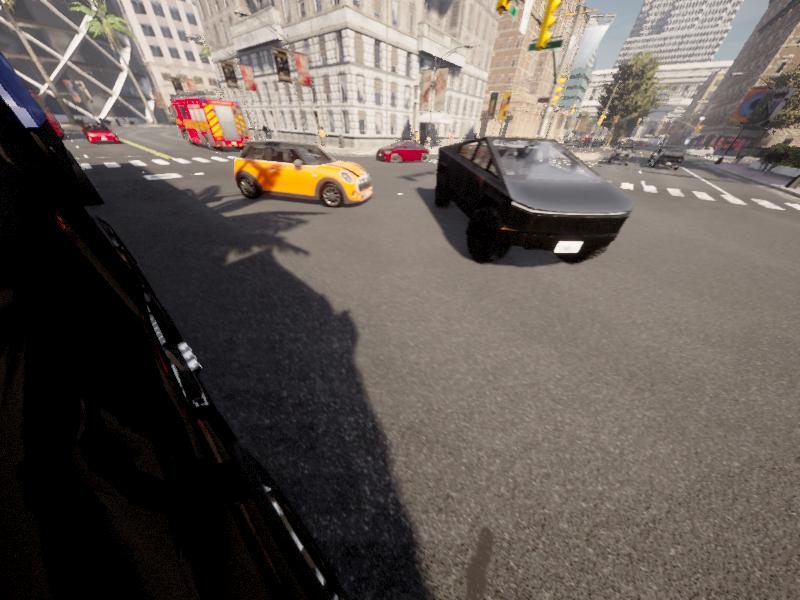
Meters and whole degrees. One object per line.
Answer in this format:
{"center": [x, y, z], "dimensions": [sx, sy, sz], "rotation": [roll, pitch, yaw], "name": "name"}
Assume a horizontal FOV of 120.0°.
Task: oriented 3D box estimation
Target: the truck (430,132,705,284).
{"center": [2.617, -3.024, 6.115], "dimensions": [2.390, 2.098, 6.274], "rotation": [-1, 37, -4], "name": "truck"}

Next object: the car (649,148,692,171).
{"center": [25.434, -13.392, 21.930], "dimensions": [1.837, 1.490, 4.892], "rotation": [28, 43, 29], "name": "car"}

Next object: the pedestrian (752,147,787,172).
{"center": [34.021, -12.982, 21.324], "dimensions": [0.751, 1.860, 0.751], "rotation": [29, 44, 31], "name": "pedestrian"}

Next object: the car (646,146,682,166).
{"center": [29.482, -16.254, 25.919], "dimensions": [1.851, 1.617, 3.988], "rotation": [28, 43, 29], "name": "car"}

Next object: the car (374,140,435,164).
{"center": [0.313, -11.503, 17.921], "dimensions": [4.181, 1.385, 1.994], "rotation": [-17, 41, -24], "name": "car"}

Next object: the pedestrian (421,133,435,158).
{"center": [2.520, -13.966, 20.902], "dimensions": [0.751, 1.860, 0.751], "rotation": [23, 41, 25], "name": "pedestrian"}

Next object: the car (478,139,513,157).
{"center": [11.053, -17.496, 26.510], "dimensions": [1.837, 1.490, 4.892], "rotation": [28, 43, 29], "name": "car"}

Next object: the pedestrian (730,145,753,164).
{"center": [42.175, -18.011, 28.565], "dimensions": [0.751, 1.860, 0.751], "rotation": [-24, 44, -31], "name": "pedestrian"}

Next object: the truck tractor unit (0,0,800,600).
{"center": [-2.645, -0.295, 0.351], "dimensions": [6.516, 4.208, 3.053], "rotation": [28, 44, 30], "name": "truck tractor unit"}

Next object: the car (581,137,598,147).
{"center": [48.987, -40.838, 59.674], "dimensions": [2.150, 2.045, 5.566], "rotation": [28, 43, 29], "name": "car"}

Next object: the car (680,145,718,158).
{"center": [52.728, -26.279, 40.865], "dimensions": [3.633, 1.501, 1.845], "rotation": [28, 43, 29], "name": "car"}

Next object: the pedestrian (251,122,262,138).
{"center": [-20.970, -24.890, 33.776], "dimensions": [0.751, 1.860, 0.751], "rotation": [27, 43, 29], "name": "pedestrian"}

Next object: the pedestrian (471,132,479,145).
{"center": [12.985, -27.991, 40.069], "dimensions": [0.751, 1.860, 0.751], "rotation": [-28, 46, -34], "name": "pedestrian"}

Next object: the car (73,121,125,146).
{"center": [-26.527, -14.676, 20.336], "dimensions": [4.514, 1.525, 2.007], "rotation": [28, 44, 30], "name": "car"}

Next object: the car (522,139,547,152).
{"center": [21.543, -24.819, 36.932], "dimensions": [1.882, 1.535, 5.008], "rotation": [28, 44, 29], "name": "car"}

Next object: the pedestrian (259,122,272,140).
{"center": [-17.893, -22.448, 30.704], "dimensions": [0.751, 1.860, 0.751], "rotation": [29, 44, 31], "name": "pedestrian"}

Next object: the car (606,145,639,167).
{"center": [22.426, -14.616, 23.326], "dimensions": [1.789, 1.549, 3.705], "rotation": [28, 43, 30], "name": "car"}

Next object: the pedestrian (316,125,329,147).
{"center": [-8.223, -17.348, 24.493], "dimensions": [0.751, 1.860, 0.751], "rotation": [17, 39, 19], "name": "pedestrian"}

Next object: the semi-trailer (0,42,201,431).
{"center": [-8.690, -3.607, 4.242], "dimensions": [14.254, 4.402, 2.717], "rotation": [28, 44, 30], "name": "semi-trailer"}

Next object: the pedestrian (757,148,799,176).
{"center": [30.631, -11.215, 18.745], "dimensions": [0.751, 1.860, 0.751], "rotation": [26, 43, 28], "name": "pedestrian"}

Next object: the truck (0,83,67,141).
{"center": [-34.891, -17.412, 21.544], "dimensions": [8.468, 3.827, 2.891], "rotation": [30, 45, 31], "name": "truck"}

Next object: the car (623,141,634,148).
{"center": [68.240, -46.528, 68.917], "dimensions": [1.801, 1.575, 5.366], "rotation": [28, 43, 29], "name": "car"}

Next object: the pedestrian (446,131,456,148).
{"center": [6.928, -21.851, 31.474], "dimensions": [0.751, 1.860, 0.751], "rotation": [27, 43, 28], "name": "pedestrian"}

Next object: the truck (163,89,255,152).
{"center": [-17.085, -15.935, 20.696], "dimensions": [8.468, 3.827, 2.891], "rotation": [27, 43, 29], "name": "truck"}

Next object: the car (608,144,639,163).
{"center": [26.350, -17.345, 27.248], "dimensions": [2.007, 1.525, 4.514], "rotation": [28, 43, 29], "name": "car"}

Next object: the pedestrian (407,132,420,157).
{"center": [1.220, -14.156, 21.074], "dimensions": [0.751, 1.860, 0.751], "rotation": [19, 40, 20], "name": "pedestrian"}

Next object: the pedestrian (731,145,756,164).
{"center": [41.092, -17.403, 27.683], "dimensions": [0.751, 1.860, 0.751], "rotation": [-29, 47, -35], "name": "pedestrian"}

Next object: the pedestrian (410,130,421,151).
{"center": [1.654, -17.106, 24.794], "dimensions": [0.751, 1.860, 0.751], "rotation": [19, 40, 20], "name": "pedestrian"}

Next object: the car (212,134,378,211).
{"center": [-3.271, -4.513, 7.988], "dimensions": [4.553, 1.767, 2.097], "rotation": [10, 37, 9], "name": "car"}
